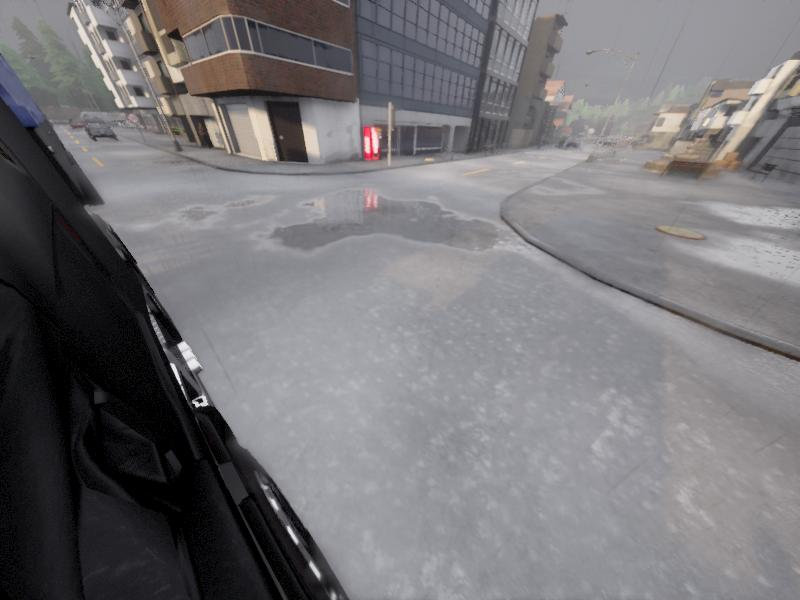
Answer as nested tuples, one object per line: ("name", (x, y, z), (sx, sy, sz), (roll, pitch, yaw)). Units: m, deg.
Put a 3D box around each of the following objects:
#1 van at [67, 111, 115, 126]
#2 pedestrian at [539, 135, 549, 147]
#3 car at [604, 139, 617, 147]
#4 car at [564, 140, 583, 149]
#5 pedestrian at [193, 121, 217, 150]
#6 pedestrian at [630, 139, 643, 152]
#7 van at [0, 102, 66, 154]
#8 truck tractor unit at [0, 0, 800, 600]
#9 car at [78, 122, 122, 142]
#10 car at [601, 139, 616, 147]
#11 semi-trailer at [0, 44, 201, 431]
("van", (-71.198, -41.968, 53.448), (1.988, 2.561, 5.915), (16, 39, 19))
("pedestrian", (28.236, -31.267, 45.325), (0.751, 1.860, 0.751), (7, 37, 6))
("car", (58.310, -43.546, 63.947), (1.801, 1.575, 5.366), (28, 44, 30))
("car", (34.332, -30.730, 45.650), (1.895, 1.301, 4.718), (28, 44, 30))
("pedestrian", (-15.742, -13.274, 18.684), (0.751, 1.860, 0.751), (-25, 45, -32))
("pedestrian", (40.879, -26.707, 39.970), (0.751, 1.860, 0.751), (-29, 47, -35))
("van", (-25.569, -11.803, 15.805), (5.915, 2.561, 1.988), (28, 44, 30))
("truck tractor unit", (-2.645, -0.295, 0.351), (6.516, 4.208, 3.053), (28, 44, 30))
("car", (-31.264, -17.504, 24.046), (5.357, 1.411, 2.033), (28, 44, 30))
("car", (53.651, -40.377, 59.387), (1.930, 1.638, 5.238), (28, 44, 30))
("semi-trailer", (-8.699, -3.592, 4.246), (14.254, 4.402, 2.717), (28, 44, 30))
